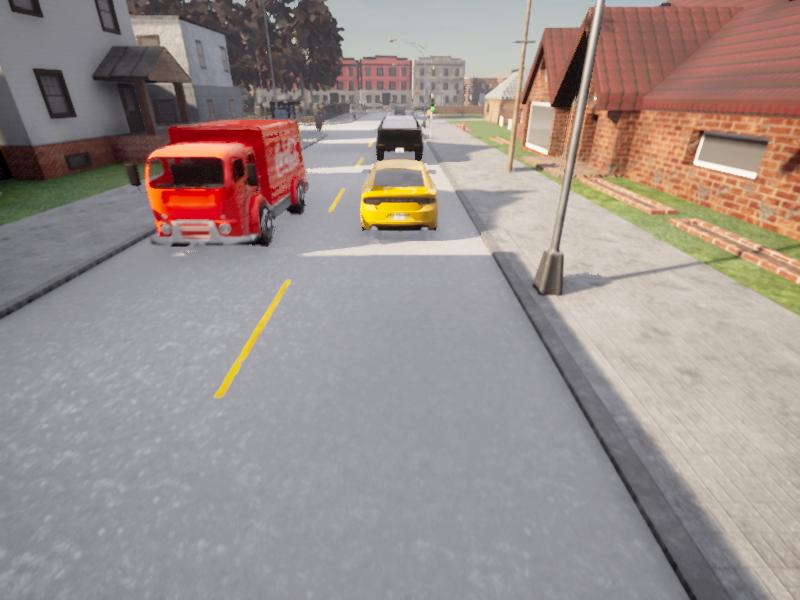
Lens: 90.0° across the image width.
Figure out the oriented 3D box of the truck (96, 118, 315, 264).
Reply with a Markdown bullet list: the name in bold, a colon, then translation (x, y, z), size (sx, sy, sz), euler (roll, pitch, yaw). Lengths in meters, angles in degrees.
- **truck**: translation (-4.016, -3.014, 9.878), size (2.627, 2.467, 5.204), euler (0, 27, 0)

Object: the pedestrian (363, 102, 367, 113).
- **pedestrian**: translation (-7.036, -38.494, 80.043), size (0.751, 1.860, 0.751), euler (-3, 27, -5)

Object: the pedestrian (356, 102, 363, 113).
- **pedestrian**: translation (-7.563, -35.912, 74.774), size (0.751, 1.860, 0.751), euler (21, 33, 35)

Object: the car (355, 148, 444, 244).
- **car**: translation (-0.015, -3.110, 11.099), size (1.882, 1.535, 5.008), euler (0, 27, 0)

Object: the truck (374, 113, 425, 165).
- **truck**: translation (-0.020, -8.978, 21.988), size (2.390, 2.098, 6.274), euler (0, 27, 0)

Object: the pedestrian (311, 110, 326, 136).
- **pedestrian**: translation (-6.666, -14.539, 32.845), size (0.751, 1.860, 0.751), euler (9, 28, 16)

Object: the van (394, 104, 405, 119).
- **van**: translation (-0.041, -31.369, 66.500), size (1.775, 1.987, 4.442), euler (0, 27, 0)

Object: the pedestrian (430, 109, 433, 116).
- **pedestrian**: translation (5.069, -30.168, 64.363), size (0.500, 1.100, 0.500), euler (6, 28, 11)

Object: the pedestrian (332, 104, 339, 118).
- **pedestrian**: translation (-9.293, -27.339, 57.960), size (0.751, 1.860, 0.751), euler (0, 27, -1)

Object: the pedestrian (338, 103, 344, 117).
- **pedestrian**: translation (-9.292, -29.924, 63.028), size (0.751, 1.860, 0.751), euler (0, 27, 0)

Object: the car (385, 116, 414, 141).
- **car**: translation (-0.025, -13.915, 32.314), size (2.128, 1.511, 4.902), euler (0, 27, 0)

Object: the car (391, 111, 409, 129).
- **car**: translation (-0.028, -19.260, 42.691), size (1.851, 1.617, 3.988), euler (0, 27, 0)

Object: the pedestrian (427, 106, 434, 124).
- **pedestrian**: translation (3.557, -21.580, 46.685), size (0.751, 1.860, 0.751), euler (5, 27, 9)
